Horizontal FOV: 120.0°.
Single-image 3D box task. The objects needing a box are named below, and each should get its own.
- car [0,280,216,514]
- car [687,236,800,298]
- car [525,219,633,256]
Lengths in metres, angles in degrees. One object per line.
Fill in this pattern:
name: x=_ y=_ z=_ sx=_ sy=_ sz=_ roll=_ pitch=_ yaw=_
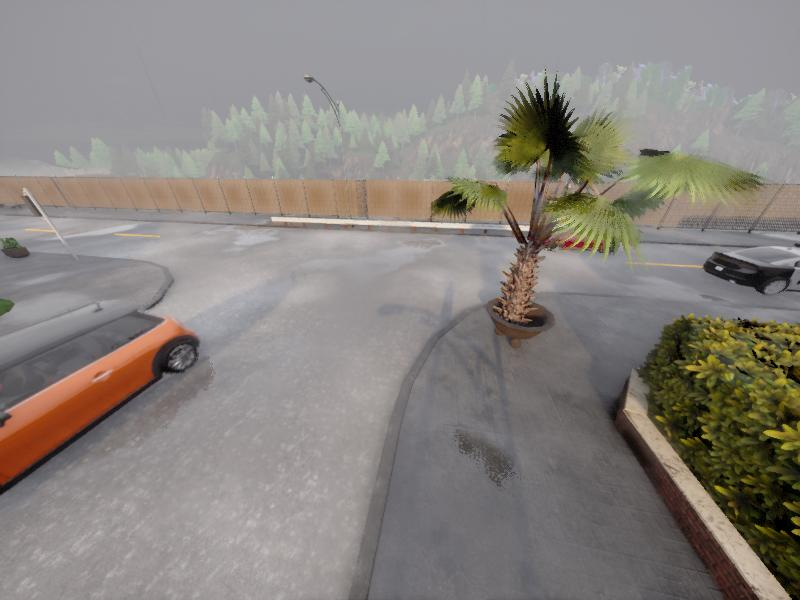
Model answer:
car: x=-6.248 y=1.527 z=3.772 sx=2.097 sy=1.767 sz=4.553 roll=6 pitch=31 yaw=10
car: x=15.181 y=-1.192 z=8.661 sx=5.238 sy=1.638 sz=1.930 roll=5 pitch=30 yaw=9
car: x=9.777 y=-3.585 z=13.053 sx=4.181 sy=1.385 sz=1.994 roll=5 pitch=30 yaw=8
